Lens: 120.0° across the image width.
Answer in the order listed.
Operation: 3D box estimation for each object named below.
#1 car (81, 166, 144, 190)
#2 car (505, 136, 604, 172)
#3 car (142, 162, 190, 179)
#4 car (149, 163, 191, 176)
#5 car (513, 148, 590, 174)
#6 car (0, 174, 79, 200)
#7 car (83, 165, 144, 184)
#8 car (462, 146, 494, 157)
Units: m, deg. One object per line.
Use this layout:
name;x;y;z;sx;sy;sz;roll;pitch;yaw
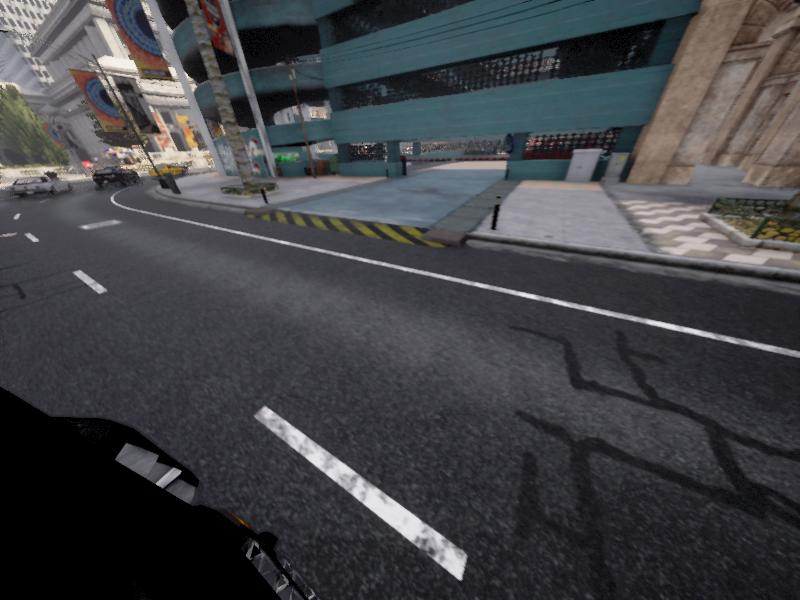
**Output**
car;-27.709;-11.977;22.532;2.128;1.511;4.902;-18;37;-22
car;11.303;-10.948;17.436;5.566;2.045;2.435;16;38;26
car;-30.907;-17.339;30.759;1.801;1.575;5.366;-8;34;-8
car;-34.756;-19.893;35.130;1.895;1.301;4.718;-3;34;0
car;11.368;-10.608;17.627;4.514;1.523;2.007;16;38;26
car;-29.236;-9.382;18.927;1.895;1.301;4.718;-21;38;-26
car;-33.478;-14.887;27.294;2.038;1.542;4.974;-11;34;-12
car;13.964;-26.518;41.307;4.902;1.511;2.128;16;38;26
